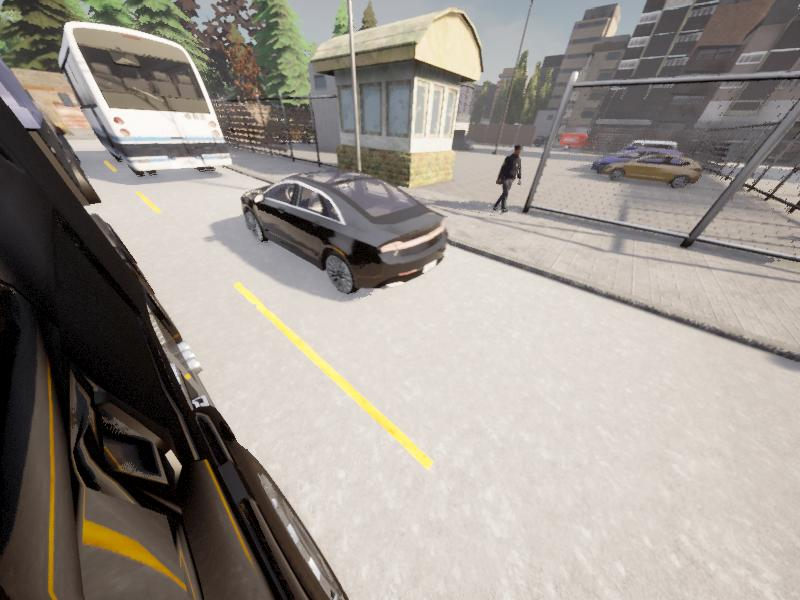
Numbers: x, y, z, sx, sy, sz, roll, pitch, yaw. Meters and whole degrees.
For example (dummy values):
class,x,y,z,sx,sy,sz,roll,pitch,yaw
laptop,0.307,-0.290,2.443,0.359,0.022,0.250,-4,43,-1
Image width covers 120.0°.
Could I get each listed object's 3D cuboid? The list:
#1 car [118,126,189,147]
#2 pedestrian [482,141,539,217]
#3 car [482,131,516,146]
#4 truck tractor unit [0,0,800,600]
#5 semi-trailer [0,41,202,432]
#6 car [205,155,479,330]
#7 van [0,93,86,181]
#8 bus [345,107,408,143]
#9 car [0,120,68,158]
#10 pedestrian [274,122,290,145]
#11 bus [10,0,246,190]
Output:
class,x,y,z,sx,sy,sz,roll,pitch,yaw
car,-21.636,-14.635,20.589,1.895,1.301,4.718,-2,37,-7
pedestrian,3.151,-3.518,6.791,0.751,1.860,0.751,-3,37,-8
car,19.866,-32.599,46.637,5.566,2.045,2.150,29,44,29
truck tractor unit,-2.645,-0.295,0.351,6.516,4.208,3.053,28,44,30
semi-trailer,-8.709,-3.611,4.198,14.254,4.402,2.717,28,44,29
car,-1.387,-1.668,4.523,4.902,1.511,2.128,28,44,30
van,-16.124,-7.122,9.940,5.915,2.561,1.988,30,44,31
bus,-3.575,-28.816,38.207,3.944,4.253,10.273,29,44,30
car,-21.792,-9.381,13.376,3.705,1.549,1.789,21,40,22
pedestrian,-12.236,-17.241,23.989,0.751,1.860,0.751,28,44,30
bus,-12.159,-8.566,10.693,10.273,4.253,3.944,29,44,30
